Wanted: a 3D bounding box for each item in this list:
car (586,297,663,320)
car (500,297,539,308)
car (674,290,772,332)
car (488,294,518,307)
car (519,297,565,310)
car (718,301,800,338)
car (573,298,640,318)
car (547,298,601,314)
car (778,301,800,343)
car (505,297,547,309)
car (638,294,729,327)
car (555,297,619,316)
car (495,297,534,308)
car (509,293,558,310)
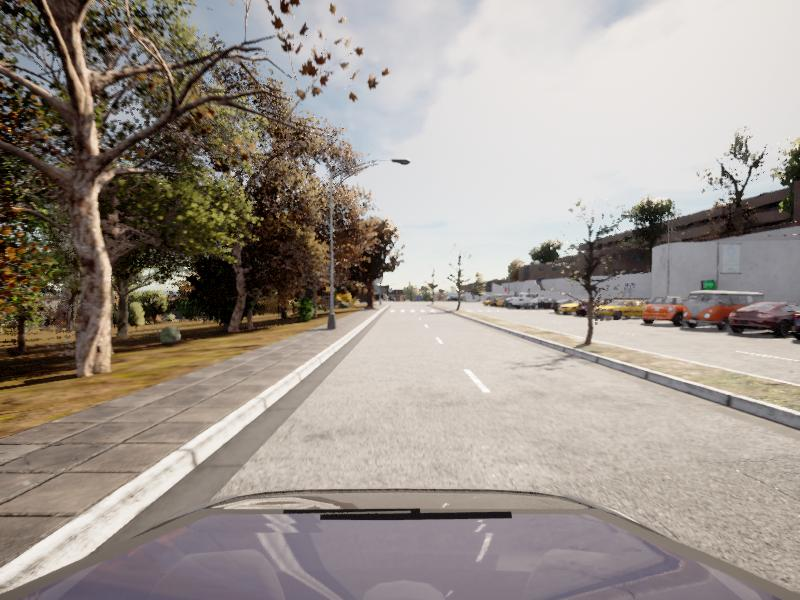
[{"bbox_3d":[16.709,0.634,29.738,5.366,1.575,1.946,1,1,-20],"label":"car"},{"bbox_3d":[16.894,0.352,56.643,4.892,1.521,2.231,1,0,-20],"label":"car"},{"bbox_3d":[16.772,0.520,20.799,4.442,1.987,1.878,1,1,-20],"label":"car"},{"bbox_3d":[16.801,0.063,65.546,4.442,1.987,1.878,1,1,-20],"label":"car"},{"bbox_3d":[16.904,0.427,47.692,4.892,1.521,2.231,1,1,-20],"label":"car"},{"bbox_3d":[16.870,0.812,17.869,4.674,1.452,2.002,1,0,-20],"label":"car"},{"bbox_3d":[16.911,0.628,32.800,4.792,1.488,2.163,1,1,-20],"label":"car"},{"bbox_3d":[16.884,0.562,38.753,4.674,1.452,2.002,1,0,-20],"label":"car"},{"bbox_3d":[16.899,0.827,14.897,4.792,1.488,2.163,1,0,-20],"label":"car"},{"bbox_3d":[16.904,0.373,53.658,5.008,1.535,2.097,1,1,-20],"label":"car"},{"bbox_3d":[16.851,0.587,23.827,4.553,1.767,2.185,1,0,-20],"label":"car"},{"bbox_3d":[16.714,0.553,35.704,5.366,1.575,1.946,1,1,-20],"label":"car"},{"bbox_3d":[17.076,0.328,59.691,5.366,1.575,1.946,1,0,-20],"label":"car"},{"bbox_3d":[16.926,0.147,50.691,5.566,2.045,2.435,1,0,-20],"label":"car"}]
